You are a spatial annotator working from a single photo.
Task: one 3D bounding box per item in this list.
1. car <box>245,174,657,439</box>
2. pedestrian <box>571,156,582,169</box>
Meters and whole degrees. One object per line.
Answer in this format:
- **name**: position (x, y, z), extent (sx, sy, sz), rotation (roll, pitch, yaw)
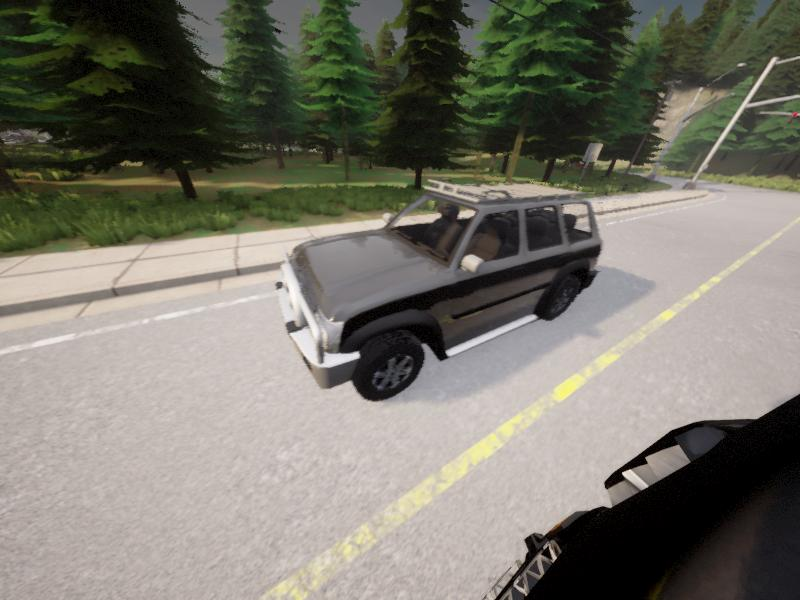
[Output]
- **car**: position (0.832, -0.587, 3.208), extent (4.605, 1.855, 1.932), rotation (-15, 38, -26)
- **pedestrian**: position (31.511, -24.566, 41.263), extent (0.751, 1.860, 0.751), rotation (-12, 36, -21)
